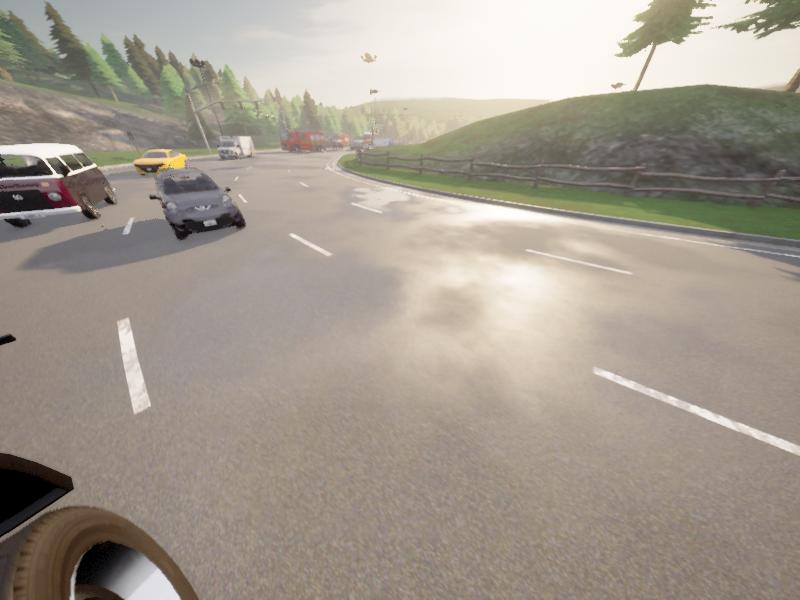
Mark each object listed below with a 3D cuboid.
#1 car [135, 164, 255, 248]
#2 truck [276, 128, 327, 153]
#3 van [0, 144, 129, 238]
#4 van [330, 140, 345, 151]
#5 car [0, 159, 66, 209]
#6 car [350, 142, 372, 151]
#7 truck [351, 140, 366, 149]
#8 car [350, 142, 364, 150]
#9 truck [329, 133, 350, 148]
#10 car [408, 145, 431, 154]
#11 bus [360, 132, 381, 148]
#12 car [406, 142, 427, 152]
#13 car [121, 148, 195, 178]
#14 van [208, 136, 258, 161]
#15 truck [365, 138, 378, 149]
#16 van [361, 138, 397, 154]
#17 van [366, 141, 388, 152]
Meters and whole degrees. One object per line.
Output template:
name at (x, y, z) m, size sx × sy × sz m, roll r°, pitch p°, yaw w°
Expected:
car at (-6.165, -3.041, 6.930) m, size 1.845 × 1.501 × 3.633 m, roll -28°, pitch 44°, yaw -34°
truck at (-18.973, -31.230, 45.314) m, size 2.891 × 3.827 × 8.468 m, roll 24°, pitch 41°, yaw 30°
van at (-11.385, -3.825, 7.525) m, size 2.069 × 2.038 × 4.480 m, roll -22°, pitch 40°, yaw -28°
van at (-15.070, -37.447, 55.907) m, size 2.069 × 2.038 × 4.480 m, roll 3°, pitch 34°, yaw 4°
car at (-16.702, -4.788, 9.414) m, size 1.994 × 1.385 × 4.181 m, roll -18°, pitch 39°, yaw -25°
car at (-9.372, -36.795, 55.423) m, size 5.027 × 1.651 × 2.152 m, roll -5°, pitch 35°, yaw -8°
truck at (-12.558, -47.944, 71.012) m, size 2.390 × 2.098 × 6.274 m, roll 7°, pitch 35°, yaw 8°
car at (-11.094, -40.132, 60.159) m, size 2.242 × 1.667 × 4.611 m, roll 4°, pitch 35°, yaw 5°
truck at (-18.989, -50.671, 73.322) m, size 2.891 × 3.827 × 8.468 m, roll 7°, pitch 35°, yaw 9°
car at (3.879, -30.102, 46.222) m, size 4.181 × 1.385 × 1.994 m, roll 7°, pitch 35°, yaw 9°
bus at (-9.943, -55.680, 80.306) m, size 3.944 × 4.253 × 10.273 m, roll 7°, pitch 35°, yaw 9°
car at (3.867, -36.408, 54.860) m, size 4.605 × 1.855 × 1.932 m, roll 6°, pitch 35°, yaw 8°
car at (-17.788, -10.417, 17.358) m, size 1.882 × 1.535 × 5.008 m, roll -11°, pitch 37°, yaw -16°
van at (-21.214, -19.692, 29.883) m, size 2.351 × 2.431 × 6.366 m, roll -3°, pitch 35°, yaw -6°
truck at (-8.808, -48.542, 71.617) m, size 2.627 × 2.467 × 5.204 m, roll 7°, pitch 35°, yaw 9°
van at (-3.910, -29.180, 43.837) m, size 6.366 × 2.431 × 2.351 m, roll 3°, pitch 35°, yaw 3°
van at (-5.015, -33.140, 49.912) m, size 4.442 × 1.987 × 1.775 m, roll 2°, pitch 35°, yaw 2°
